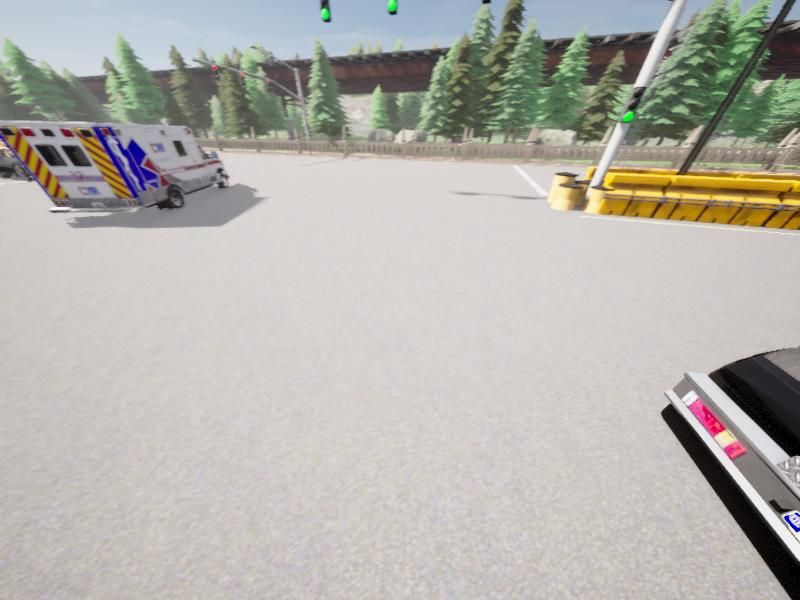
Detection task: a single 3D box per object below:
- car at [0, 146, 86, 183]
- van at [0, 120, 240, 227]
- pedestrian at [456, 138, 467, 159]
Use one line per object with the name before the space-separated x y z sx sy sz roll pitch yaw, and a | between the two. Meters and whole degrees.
car | -20.732 -7.673 12.958 3.806 1.475 1.970 11 37 14
van | -9.087 -5.011 8.635 2.351 2.431 6.366 -3 36 -6
pedestrian | 6.638 -16.318 24.890 0.751 1.860 0.751 11 37 14
